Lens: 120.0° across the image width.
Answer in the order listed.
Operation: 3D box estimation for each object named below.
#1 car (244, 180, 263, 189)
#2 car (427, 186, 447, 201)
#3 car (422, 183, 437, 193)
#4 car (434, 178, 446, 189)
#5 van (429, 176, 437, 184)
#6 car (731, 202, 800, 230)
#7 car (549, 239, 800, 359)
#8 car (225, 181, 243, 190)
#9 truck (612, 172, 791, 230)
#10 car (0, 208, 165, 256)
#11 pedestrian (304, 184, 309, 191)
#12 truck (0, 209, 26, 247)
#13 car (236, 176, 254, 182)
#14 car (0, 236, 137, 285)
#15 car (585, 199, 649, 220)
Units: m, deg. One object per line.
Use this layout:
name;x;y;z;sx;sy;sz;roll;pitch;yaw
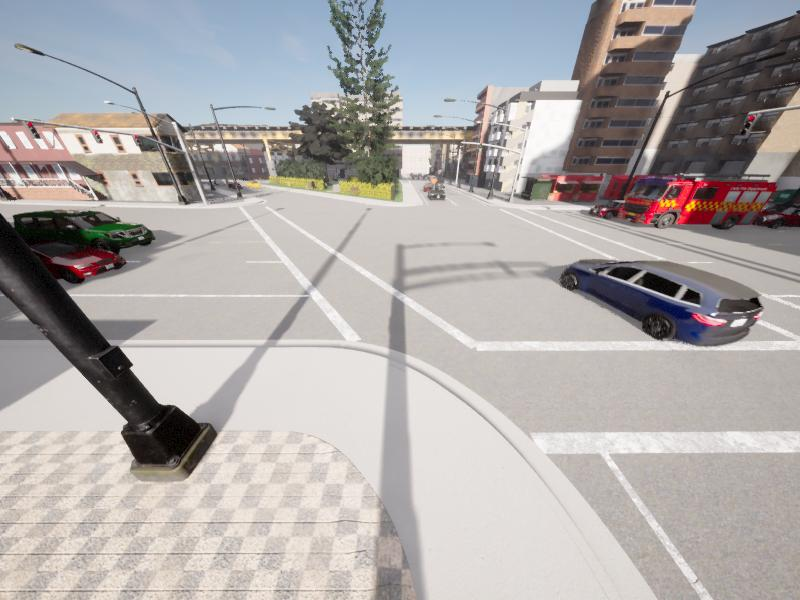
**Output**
car;-32.555;-25.635;51.132;5.366;1.575;1.801;26;39;37
car;5.324;-15.635;33.769;2.152;1.651;5.027;0;30;1
car;5.388;-20.924;43.070;2.163;1.488;4.792;0;30;0
car;8.942;-26.279;51.957;1.905;1.878;3.866;0;30;0
van;9.012;-33.063;63.590;1.775;1.987;4.442;0;30;1
car;31.275;-6.900;18.911;4.553;1.767;2.097;1;30;-1
car;7.833;-0.480;7.516;2.242;1.667;4.611;-6;31;-10
car;-35.410;-24.536;49.332;3.806;1.475;1.970;26;39;38
truck;23.136;-7.864;18.354;8.468;3.827;2.891;0;30;-1
car;-17.093;-3.729;12.607;5.566;2.045;2.150;0;30;0
pedestrian;-17.603;-21.251;43.674;0.500;1.100;0.500;-24;37;-35
truck;-27.438;-4.591;12.104;8.468;3.827;2.891;1;30;-1
car;-49.932;-39.011;74.395;4.193;1.474;1.816;0;30;0
car;-14.448;-1.704;9.698;4.193;1.474;1.816;0;30;0
car;20.444;-8.612;21.937;3.806;1.475;1.970;0;30;0
